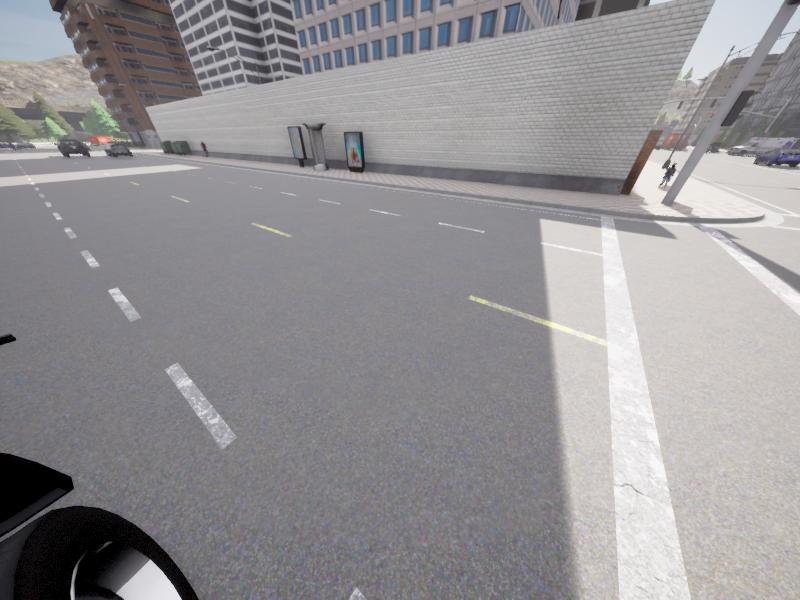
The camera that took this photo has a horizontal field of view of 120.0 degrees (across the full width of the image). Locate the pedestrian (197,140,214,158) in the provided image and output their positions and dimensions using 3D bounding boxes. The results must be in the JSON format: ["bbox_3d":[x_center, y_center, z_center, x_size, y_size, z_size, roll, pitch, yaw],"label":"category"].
[{"bbox_3d":[-23.744,-18.414,28.169,0.751,1.860,0.751,25,42,30],"label":"pedestrian"}]

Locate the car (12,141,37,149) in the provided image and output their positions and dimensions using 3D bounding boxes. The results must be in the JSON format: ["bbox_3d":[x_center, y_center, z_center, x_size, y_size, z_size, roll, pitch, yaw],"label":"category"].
[{"bbox_3d":[-85.579,-35.334,52.714,1.816,1.474,4.193,-27,43,-33],"label":"car"}]

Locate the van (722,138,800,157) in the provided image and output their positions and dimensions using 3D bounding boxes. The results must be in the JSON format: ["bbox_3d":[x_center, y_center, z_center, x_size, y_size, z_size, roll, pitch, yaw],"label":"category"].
[{"bbox_3d":[56.091,-23.797,36.003,6.366,2.431,2.351,7,36,10],"label":"van"}]

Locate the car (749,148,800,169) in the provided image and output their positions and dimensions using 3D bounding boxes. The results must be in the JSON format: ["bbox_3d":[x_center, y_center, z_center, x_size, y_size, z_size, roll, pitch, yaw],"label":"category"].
[{"bbox_3d":[38.443,-14.446,23.413,2.007,1.525,4.514,23,41,29],"label":"car"}]

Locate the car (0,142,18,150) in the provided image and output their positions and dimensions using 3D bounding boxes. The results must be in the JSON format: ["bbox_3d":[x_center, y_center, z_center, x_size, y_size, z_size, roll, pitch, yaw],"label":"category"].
[{"bbox_3d":[-89.449,-34.819,52.124,1.895,1.301,4.718,-23,41,-29],"label":"car"}]

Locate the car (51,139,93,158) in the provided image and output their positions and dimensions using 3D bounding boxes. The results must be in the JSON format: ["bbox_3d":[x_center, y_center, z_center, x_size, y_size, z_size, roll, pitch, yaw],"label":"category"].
[{"bbox_3d":[-45.135,-20.879,31.758,5.566,2.045,2.150,22,41,28],"label":"car"}]

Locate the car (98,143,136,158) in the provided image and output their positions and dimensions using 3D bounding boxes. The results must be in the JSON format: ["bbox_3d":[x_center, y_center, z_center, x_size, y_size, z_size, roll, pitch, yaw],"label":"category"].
[{"bbox_3d":[-39.066,-20.706,31.896,4.856,1.649,2.033,22,41,28],"label":"car"}]

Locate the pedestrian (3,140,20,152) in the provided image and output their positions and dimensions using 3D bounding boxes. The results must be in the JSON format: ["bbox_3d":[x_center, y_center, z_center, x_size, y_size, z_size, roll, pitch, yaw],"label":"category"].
[{"bbox_3d":[-71.072,-28.221,42.281,0.751,1.860,0.751,21,40,27],"label":"pedestrian"}]

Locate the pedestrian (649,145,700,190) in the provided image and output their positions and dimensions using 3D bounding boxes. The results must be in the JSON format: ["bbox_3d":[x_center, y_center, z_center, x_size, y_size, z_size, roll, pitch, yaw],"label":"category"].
[{"bbox_3d":[13.615,-6.580,11.523,0.751,1.860,0.751,19,39,24],"label":"pedestrian"}]
